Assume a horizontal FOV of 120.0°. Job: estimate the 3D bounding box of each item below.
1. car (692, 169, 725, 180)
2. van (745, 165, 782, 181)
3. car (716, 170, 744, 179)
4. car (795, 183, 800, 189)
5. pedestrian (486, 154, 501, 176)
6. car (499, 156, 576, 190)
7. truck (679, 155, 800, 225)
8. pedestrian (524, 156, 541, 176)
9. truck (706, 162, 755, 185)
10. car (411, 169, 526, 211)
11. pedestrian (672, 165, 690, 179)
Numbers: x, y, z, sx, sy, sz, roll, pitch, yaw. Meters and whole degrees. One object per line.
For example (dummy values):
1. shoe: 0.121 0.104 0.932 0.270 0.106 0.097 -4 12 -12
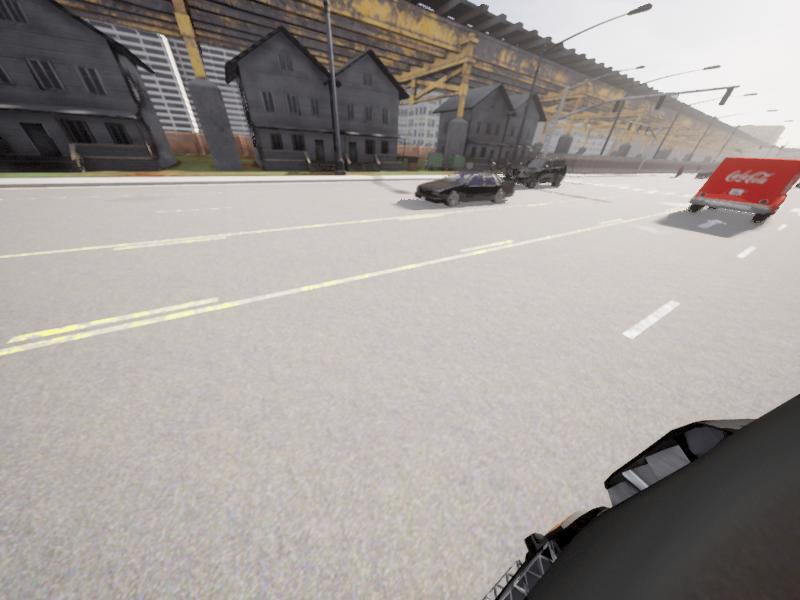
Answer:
1. car: 53.107 -21.610 39.748 5.357 1.411 2.033 -15 38 -26
2. van: 70.333 -24.571 44.709 6.366 2.431 2.351 -15 38 -26
3. car: 65.972 -25.181 46.205 5.357 1.411 2.033 -16 38 -26
4. car: 55.641 -15.838 30.807 4.605 1.855 1.932 -15 38 -25
5. pedestrian: 9.562 -13.810 23.620 0.751 1.860 0.751 -20 40 -30
6. car: 10.978 -10.194 18.418 5.566 2.045 2.150 -16 38 -25
7. truck: 17.350 -5.501 11.452 5.204 2.467 2.627 -14 37 -26
8. pedestrian: 14.486 -14.626 25.260 0.751 1.860 0.751 -9 35 -17
9. truck: 46.609 -17.860 32.574 5.204 2.467 2.627 -18 38 -28
10. car: 3.396 -5.565 11.402 5.357 1.411 2.033 -15 38 -25
11. pedestrian: 44.499 -20.329 36.634 0.751 1.860 0.751 9 34 8
